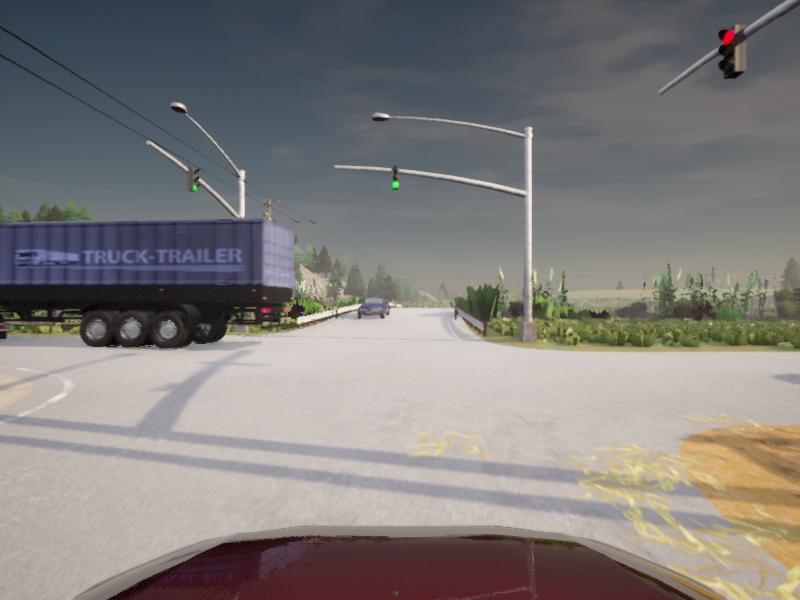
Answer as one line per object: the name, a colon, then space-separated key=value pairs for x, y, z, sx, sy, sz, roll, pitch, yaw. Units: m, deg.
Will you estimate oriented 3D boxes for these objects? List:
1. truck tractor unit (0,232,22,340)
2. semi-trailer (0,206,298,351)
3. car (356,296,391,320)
truck tractor unit: x=-18.915 y=-0.547 z=15.144 sx=6.516 sy=4.208 sz=3.053 roll=0 pitch=0 yaw=3
semi-trailer: x=-11.043 y=-0.645 z=14.341 sx=14.254 sy=4.402 sz=2.717 roll=0 pitch=0 yaw=7
car: x=-1.826 y=0.500 z=29.166 sx=1.812 sy=1.442 sz=4.674 roll=0 pitch=3 yaw=6
